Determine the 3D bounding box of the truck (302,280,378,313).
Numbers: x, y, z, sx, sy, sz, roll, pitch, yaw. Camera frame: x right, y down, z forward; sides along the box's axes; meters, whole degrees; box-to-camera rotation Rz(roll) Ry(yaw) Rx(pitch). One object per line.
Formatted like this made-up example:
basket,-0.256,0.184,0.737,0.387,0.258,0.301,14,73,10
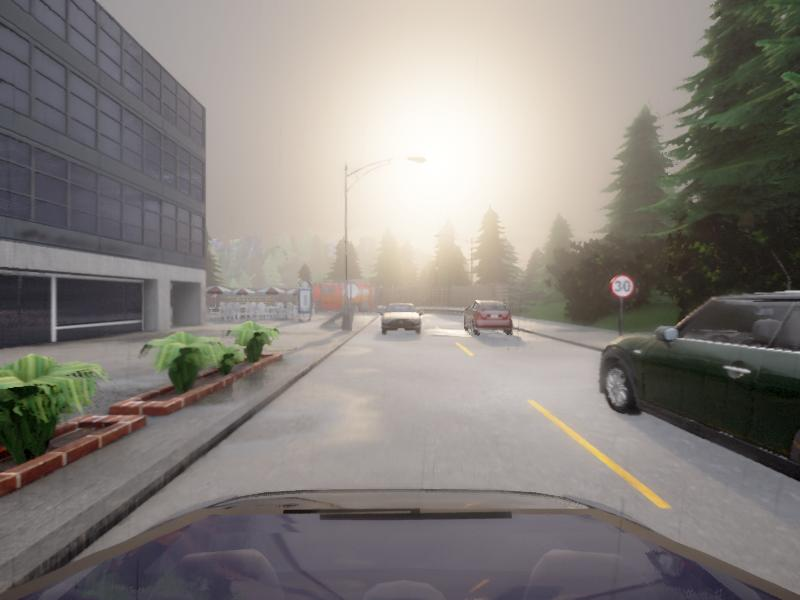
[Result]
truck,-7.109,-0.403,47.627,8.468,3.827,2.891,0,0,12

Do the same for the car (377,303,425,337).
car,0.061,0.860,19.656,2.033,1.411,5.357,0,0,0

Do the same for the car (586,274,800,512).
car,4.014,0.687,4.123,2.097,1.767,4.553,0,0,0

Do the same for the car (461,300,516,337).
car,4.053,0.784,18.890,1.789,1.549,3.705,0,1,0
